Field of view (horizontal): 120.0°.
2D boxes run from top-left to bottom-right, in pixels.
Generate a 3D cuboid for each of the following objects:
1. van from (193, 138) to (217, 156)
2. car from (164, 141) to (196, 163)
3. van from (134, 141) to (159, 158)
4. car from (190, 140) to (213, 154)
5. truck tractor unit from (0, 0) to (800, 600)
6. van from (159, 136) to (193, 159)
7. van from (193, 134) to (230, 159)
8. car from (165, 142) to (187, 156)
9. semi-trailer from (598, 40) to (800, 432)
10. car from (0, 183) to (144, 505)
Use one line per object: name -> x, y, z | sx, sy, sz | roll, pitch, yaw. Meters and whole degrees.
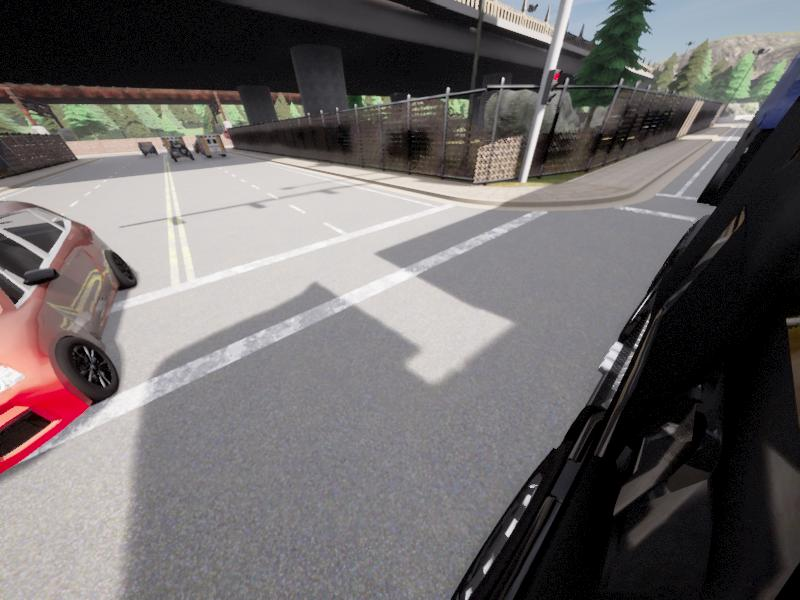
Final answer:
van -> -29.786, -23.421, 35.280 | 1.775, 1.987, 4.442 | -28, 44, -30
car -> -26.098, -17.616, 27.379 | 1.932, 1.855, 4.605 | -28, 44, -30
van -> -40.228, -24.044, 36.801 | 1.775, 1.987, 4.442 | -28, 43, -29
car -> -33.888, -26.138, 39.335 | 2.097, 1.767, 4.553 | -28, 44, -30
truck tractor unit -> 2.645, -0.295, 0.351 | 6.516, 4.208, 3.053 | -28, 44, -30
van -> -31.305, -21.371, 32.275 | 2.351, 2.431, 6.366 | -28, 44, -30
van -> -24.768, -20.182, 30.257 | 2.351, 2.431, 6.366 | -28, 44, -30
car -> -36.142, -24.345, 37.248 | 1.851, 1.617, 3.988 | -28, 44, -30
semi-trailer -> 8.684, -3.632, 4.216 | 14.254, 4.402, 2.717 | -28, 44, -30
car -> -4.951, 0.100, 2.495 | 2.242, 1.667, 4.611 | -28, 43, -30
